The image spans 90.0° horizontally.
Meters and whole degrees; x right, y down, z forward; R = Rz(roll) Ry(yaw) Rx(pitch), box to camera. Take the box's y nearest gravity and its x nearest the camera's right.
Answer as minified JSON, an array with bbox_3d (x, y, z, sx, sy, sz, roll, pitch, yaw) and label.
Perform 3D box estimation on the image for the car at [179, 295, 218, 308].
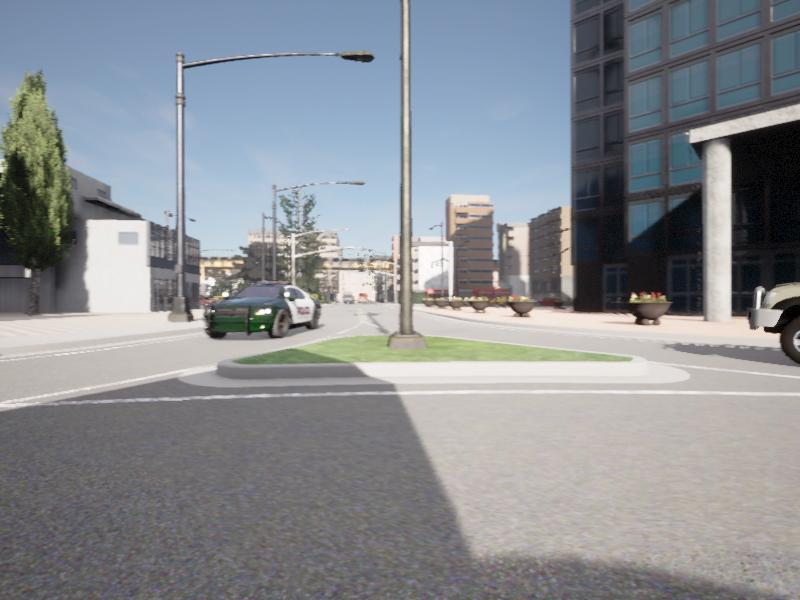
[{"bbox_3d":[-25.297,0.163,50.261,3.988,1.617,1.851,0,0,-7],"label":"car"}]

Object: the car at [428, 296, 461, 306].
[{"bbox_3d":[7.522,0.205,68.276,5.238,1.638,1.930,0,0,-8],"label":"car"}]

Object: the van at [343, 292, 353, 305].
[{"bbox_3d":[-10.607,-0.322,82.097,1.988,2.561,5.915,0,0,-6],"label":"van"}]

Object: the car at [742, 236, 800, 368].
[{"bbox_3d":[7.487,0.032,5.087,1.932,1.855,4.605,0,0,-44],"label":"car"}]

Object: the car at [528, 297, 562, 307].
[{"bbox_3d":[24.164,0.380,66.746,4.856,1.649,2.033,1,0,-7],"label":"car"}]

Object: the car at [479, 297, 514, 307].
[{"bbox_3d":[15.812,0.312,65.742,5.366,1.575,1.801,1,0,-7],"label":"car"}]

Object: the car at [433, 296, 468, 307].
[{"bbox_3d":[8.203,0.212,64.839,5.238,1.638,1.930,0,0,-7],"label":"car"}]

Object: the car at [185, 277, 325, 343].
[{"bbox_3d":[-3.871,0.224,11.830,2.038,1.542,4.974,0,0,4],"label":"car"}]

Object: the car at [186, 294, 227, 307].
[{"bbox_3d":[-25.953,0.066,53.727,4.553,1.767,2.097,0,0,-6],"label":"car"}]
